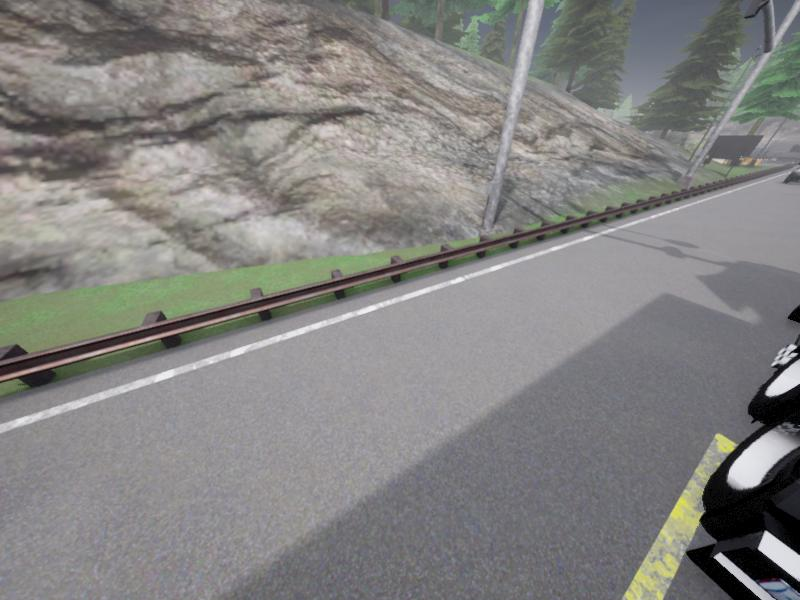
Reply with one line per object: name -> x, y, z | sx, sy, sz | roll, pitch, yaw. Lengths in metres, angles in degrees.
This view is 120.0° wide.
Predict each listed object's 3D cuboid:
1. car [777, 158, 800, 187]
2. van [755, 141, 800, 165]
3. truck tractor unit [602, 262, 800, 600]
car -> 26.175, -8.077, 14.411 | 3.988, 1.617, 1.851 | -18, 39, -24
van -> 52.217, -19.101, 29.992 | 1.988, 2.561, 5.915 | -18, 39, -25
truck tractor unit -> 5.106, -0.307, 0.782 | 6.516, 4.208, 3.053 | -19, 39, -24
